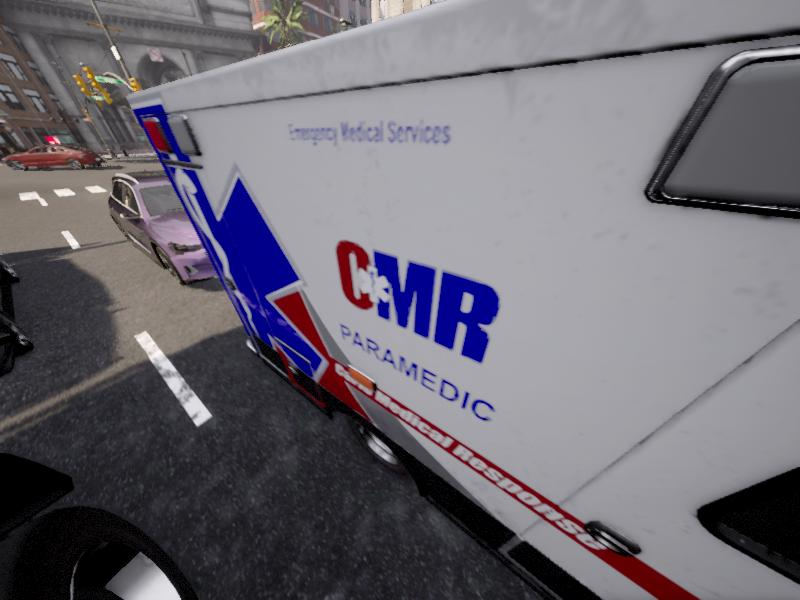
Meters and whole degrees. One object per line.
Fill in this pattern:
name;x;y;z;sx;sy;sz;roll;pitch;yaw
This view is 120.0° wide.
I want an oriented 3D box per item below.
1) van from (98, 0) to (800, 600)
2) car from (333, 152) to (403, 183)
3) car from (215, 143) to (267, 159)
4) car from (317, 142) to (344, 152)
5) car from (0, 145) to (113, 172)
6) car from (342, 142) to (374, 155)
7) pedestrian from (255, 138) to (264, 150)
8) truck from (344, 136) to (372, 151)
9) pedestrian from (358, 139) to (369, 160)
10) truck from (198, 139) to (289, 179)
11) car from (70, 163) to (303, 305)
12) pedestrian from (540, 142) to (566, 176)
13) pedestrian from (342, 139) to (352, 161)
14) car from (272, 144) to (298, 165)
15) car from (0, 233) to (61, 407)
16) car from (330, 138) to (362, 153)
van;1.566;0.351;1.317;6.366;2.431;2.351;22;41;28
car;-2.084;-8.779;15.164;4.181;1.385;1.994;22;41;28
car;-20.438;-19.377;29.935;2.128;1.511;4.902;20;39;25
car;-13.022;-29.080;43.819;1.812;1.442;4.674;22;41;28
car;-27.021;-11.147;18.106;5.027;1.651;2.152;-10;36;-15
car;-6.505;-23.898;36.357;2.033;1.649;4.856;22;41;28
pedestrian;-25.371;-28.117;41.687;0.751;1.860;0.751;-8;36;-12
truck;-8.736;-32.917;48.406;2.627;2.467;5.204;22;41;28
pedestrian;-4.076;-16.855;25.874;0.751;1.860;0.751;11;37;14
truck;-11.217;-10.271;16.572;6.274;2.098;2.390;21;40;27
car;-4.724;-1.876;5.122;4.856;1.649;2.033;22;41;28
pedestrian;10.258;-9.479;15.520;0.751;1.860;0.751;25;42;30
pedestrian;-5.497;-15.594;24.074;0.751;1.860;0.751;0;35;-1
car;-11.683;-14.957;23.647;1.851;1.617;3.988;-12;37;-17
car;-6.612;-0.081;2.771;5.357;1.411;2.033;22;41;28
car;-9.758;-28.432;42.401;2.150;2.045;5.566;23;41;28
